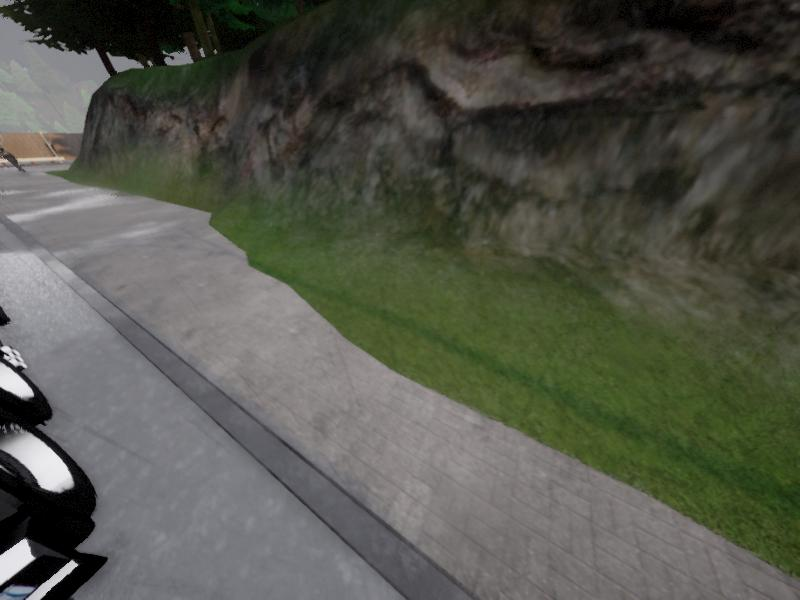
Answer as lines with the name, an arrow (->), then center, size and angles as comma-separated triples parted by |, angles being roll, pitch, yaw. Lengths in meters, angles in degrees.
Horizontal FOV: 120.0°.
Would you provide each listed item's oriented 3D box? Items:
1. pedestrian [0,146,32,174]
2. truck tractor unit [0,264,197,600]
pedestrian -> -31.772, -11.457, 18.898 | 0.751, 1.860, 0.751 | 9, 36, 14
truck tractor unit -> -5.111, -0.301, 0.784 | 6.516, 4.208, 3.053 | 18, 39, 24
